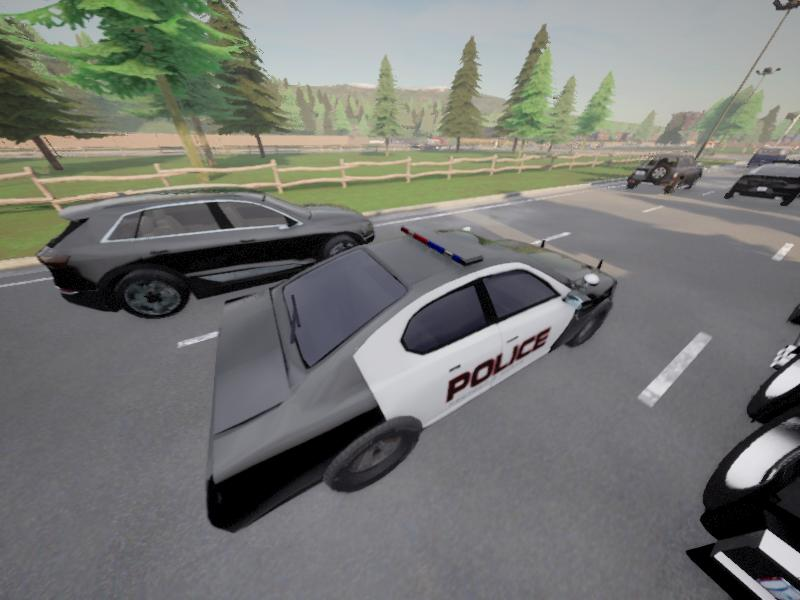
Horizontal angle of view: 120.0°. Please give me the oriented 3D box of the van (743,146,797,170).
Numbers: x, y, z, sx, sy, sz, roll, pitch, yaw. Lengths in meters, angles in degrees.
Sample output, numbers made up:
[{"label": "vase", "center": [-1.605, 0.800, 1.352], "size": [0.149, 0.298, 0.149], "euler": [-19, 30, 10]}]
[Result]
[{"label": "van", "center": [38.341, -14.773, 23.958], "size": [4.442, 1.987, 1.775], "euler": [-18, 39, -24]}]

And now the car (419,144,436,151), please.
[{"label": "car", "center": [7.230, -40.161, 60.682], "size": [4.181, 1.385, 1.994], "euler": [-18, 39, -25]}]

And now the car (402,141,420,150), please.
[{"label": "car", "center": [3.152, -43.647, 65.231], "size": [4.605, 1.855, 1.932], "euler": [-18, 39, -25]}]

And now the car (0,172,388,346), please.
[{"label": "car", "center": [-2.876, -1.249, 4.362], "size": [4.856, 1.649, 2.033], "euler": [-18, 39, -24]}]

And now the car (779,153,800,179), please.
[{"label": "car", "center": [32.747, -10.523, 18.057], "size": [4.611, 1.667, 2.242], "euler": [-18, 39, -24]}]

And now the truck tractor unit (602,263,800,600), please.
[{"label": "truck tractor unit", "center": [5.117, -0.291, 0.790], "size": [6.516, 4.208, 3.053], "euler": [-18, 39, -24]}]

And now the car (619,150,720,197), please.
[{"label": "car", "center": [14.830, -7.098, 12.752], "size": [4.605, 1.855, 1.932], "euler": [-18, 39, -24]}]

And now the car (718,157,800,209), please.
[{"label": "car", "center": [18.043, -5.737, 11.036], "size": [5.238, 1.638, 1.930], "euler": [-18, 39, -24]}]

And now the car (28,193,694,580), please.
[{"label": "car", "center": [0.698, -0.063, 2.777], "size": [4.974, 1.542, 2.038], "euler": [-18, 39, -24]}]
